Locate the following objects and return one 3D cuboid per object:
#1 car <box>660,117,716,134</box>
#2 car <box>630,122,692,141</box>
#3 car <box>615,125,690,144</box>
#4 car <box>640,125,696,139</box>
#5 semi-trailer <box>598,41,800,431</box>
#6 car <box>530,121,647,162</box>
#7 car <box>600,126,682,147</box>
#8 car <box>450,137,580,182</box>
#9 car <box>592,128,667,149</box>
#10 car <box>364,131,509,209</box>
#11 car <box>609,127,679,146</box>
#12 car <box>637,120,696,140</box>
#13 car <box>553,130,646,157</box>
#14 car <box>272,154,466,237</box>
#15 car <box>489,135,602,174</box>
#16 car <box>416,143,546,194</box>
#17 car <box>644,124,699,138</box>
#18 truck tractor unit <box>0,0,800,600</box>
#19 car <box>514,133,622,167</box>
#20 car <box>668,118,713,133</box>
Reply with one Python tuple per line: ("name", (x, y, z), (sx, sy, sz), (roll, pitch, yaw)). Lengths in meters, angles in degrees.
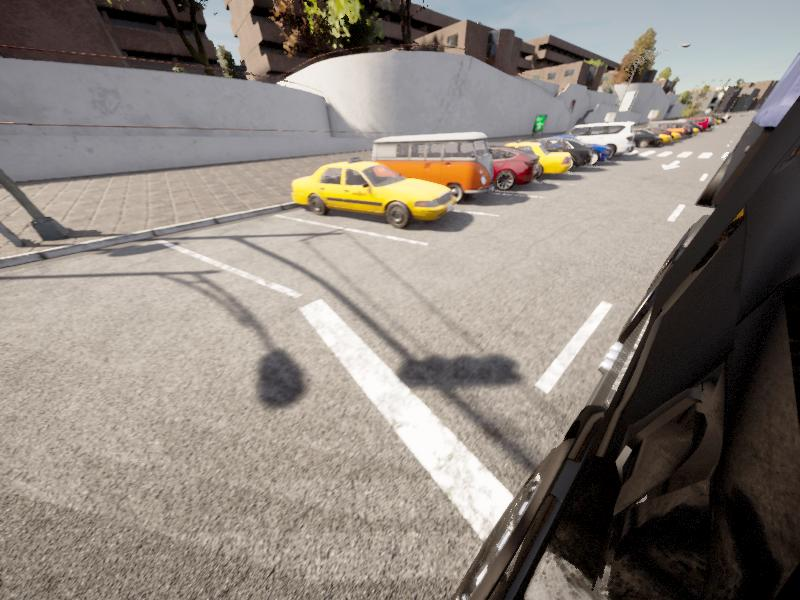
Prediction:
("car", (51.275, -31.242, 41.425), (5.566, 2.045, 2.435), (17, 41, 25))
("car", (33.062, -21.469, 29.515), (4.553, 1.767, 2.185), (17, 40, 25))
("car", (28.636, -18.952, 26.509), (5.366, 1.575, 1.946), (17, 40, 25))
("car", (37.614, -23.734, 32.629), (4.674, 1.452, 2.002), (17, 41, 25))
("semi-trailer", (8.701, -3.576, 4.263), (14.254, 4.402, 2.717), (-28, 44, -30))
("car", (12.458, -10.867, 15.915), (5.566, 2.045, 2.435), (17, 41, 25))
("car", (24.069, -16.578, 23.492), (5.366, 1.575, 1.946), (17, 40, 25))
("car", (5.487, -7.108, 11.634), (5.366, 1.575, 1.946), (17, 41, 25))
("car", (21.628, -15.400, 22.085), (4.674, 1.452, 2.002), (17, 40, 25))
("car", (1.178, -4.804, 8.386), (4.442, 1.987, 1.878), (17, 40, 25))
("car", (26.165, -17.793, 25.106), (4.792, 1.488, 2.163), (17, 40, 25))
("car", (35.426, -22.726, 30.933), (4.442, 1.987, 1.878), (17, 40, 25))
("car", (14.775, -11.860, 17.563), (4.892, 1.521, 2.231), (17, 40, 25))
("car", (-1.036, -3.403, 6.992), (5.366, 1.575, 1.946), (17, 40, 25))
("car", (7.935, -8.255, 13.052), (4.892, 1.521, 2.231), (17, 41, 25))
("car", (3.341, -5.836, 10.090), (4.792, 1.488, 2.163), (17, 41, 25))
("car", (39.868, -24.950, 34.137), (4.792, 1.488, 2.163), (17, 41, 25))
("truck tractor unit", (2.645, -0.295, 0.352), (6.516, 4.208, 3.053), (-28, 44, -30))
("car", (10.212, -9.463, 14.559), (5.008, 1.535, 2.097), (17, 40, 25))
("car", (53.690, -32.410, 42.868), (4.442, 1.987, 1.878), (17, 41, 25))
